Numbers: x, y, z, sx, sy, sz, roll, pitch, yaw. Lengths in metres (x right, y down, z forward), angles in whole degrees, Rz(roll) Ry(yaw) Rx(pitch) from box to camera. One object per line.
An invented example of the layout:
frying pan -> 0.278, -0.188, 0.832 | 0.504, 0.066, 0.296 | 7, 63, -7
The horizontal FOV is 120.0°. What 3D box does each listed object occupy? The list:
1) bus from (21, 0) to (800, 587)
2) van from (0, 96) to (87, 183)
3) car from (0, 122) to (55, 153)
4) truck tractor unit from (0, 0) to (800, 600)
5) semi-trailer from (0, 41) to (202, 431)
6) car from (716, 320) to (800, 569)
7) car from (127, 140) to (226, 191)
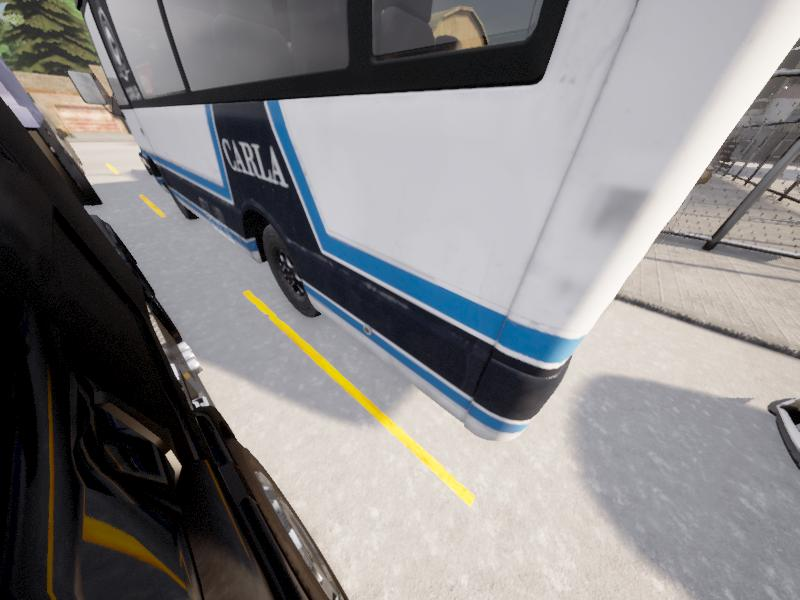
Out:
bus -> -2.076, -2.989, 3.957 | 10.273, 4.253, 3.944 | 29, 44, 31
van -> -16.123, -7.057, 10.001 | 5.915, 2.561, 1.988 | 29, 44, 32
car -> -25.700, -10.300, 14.581 | 3.705, 1.549, 1.789 | -9, 38, -14
truck tractor unit -> -2.645, -0.295, 0.351 | 6.516, 4.208, 3.053 | 28, 44, 30
semi-trailer -> -8.712, -3.590, 4.221 | 14.254, 4.402, 2.717 | 28, 44, 30
car -> 4.978, 1.721, 0.364 | 4.902, 1.511, 2.128 | 25, 42, 27
car -> -9.629, -5.928, 9.910 | 4.718, 1.301, 1.895 | 29, 44, 31
